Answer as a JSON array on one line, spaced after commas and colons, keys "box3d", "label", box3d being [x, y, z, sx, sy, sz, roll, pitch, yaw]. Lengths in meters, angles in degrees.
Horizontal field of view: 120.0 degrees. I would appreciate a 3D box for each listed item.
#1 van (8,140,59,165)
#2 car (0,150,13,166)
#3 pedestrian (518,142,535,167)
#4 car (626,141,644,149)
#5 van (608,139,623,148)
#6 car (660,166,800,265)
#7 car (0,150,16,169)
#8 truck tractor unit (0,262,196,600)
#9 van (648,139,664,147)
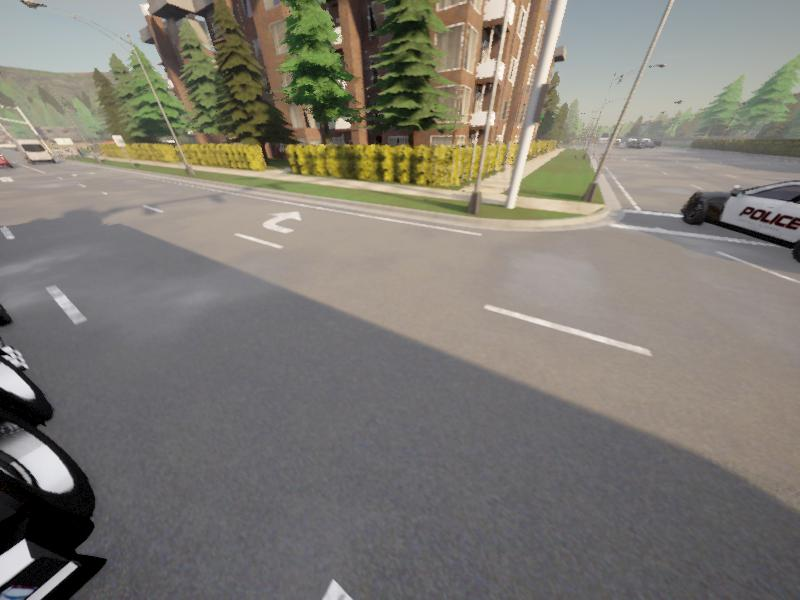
[{"box3d": [-46.950, -18.973, 29.588, 5.915, 2.561, 1.988, 19, 39, 26], "label": "van"}, {"box3d": [-49.261, -17.224, 27.530, 5.566, 2.045, 2.150, 20, 40, 26], "label": "car"}, {"box3d": [11.250, -12.902, 20.508, 0.751, 1.860, 0.751, 20, 40, 27], "label": "pedestrian"}, {"box3d": [58.647, -38.775, 57.790, 2.242, 1.667, 4.611, 20, 40, 27], "label": "car"}, {"box3d": [58.797, -42.790, 63.125, 2.069, 2.038, 4.480, 20, 40, 27], "label": "van"}, {"box3d": [9.898, -2.167, 5.677, 2.038, 1.542, 4.974, 6, 35, 8], "label": "car"}, {"box3d": [-43.235, -14.895, 24.499, 3.988, 1.617, 1.851, 20, 40, 26], "label": "car"}, {"box3d": [-5.111, -0.298, 0.795, 6.516, 4.208, 3.053, 18, 39, 25], "label": "truck tractor unit"}, {"box3d": [74.872, -45.995, 67.600, 1.775, 1.987, 4.442, 20, 40, 27], "label": "van"}]
